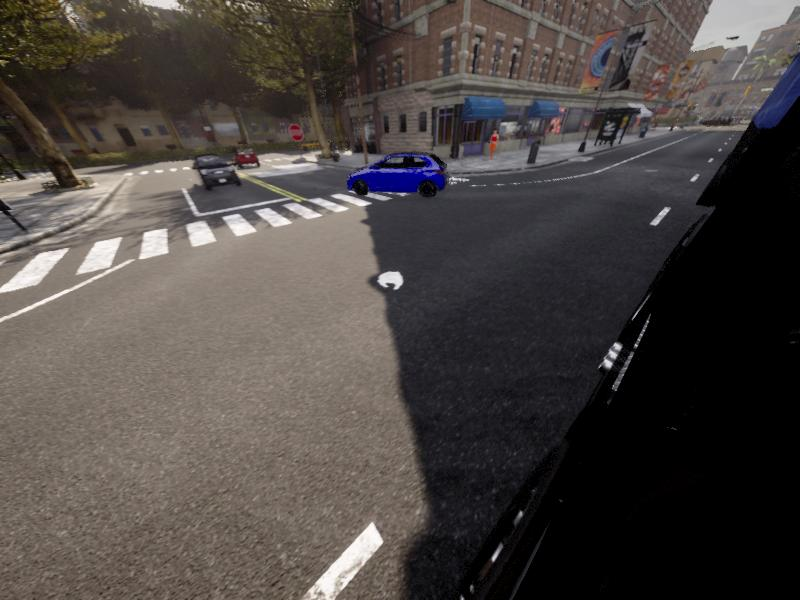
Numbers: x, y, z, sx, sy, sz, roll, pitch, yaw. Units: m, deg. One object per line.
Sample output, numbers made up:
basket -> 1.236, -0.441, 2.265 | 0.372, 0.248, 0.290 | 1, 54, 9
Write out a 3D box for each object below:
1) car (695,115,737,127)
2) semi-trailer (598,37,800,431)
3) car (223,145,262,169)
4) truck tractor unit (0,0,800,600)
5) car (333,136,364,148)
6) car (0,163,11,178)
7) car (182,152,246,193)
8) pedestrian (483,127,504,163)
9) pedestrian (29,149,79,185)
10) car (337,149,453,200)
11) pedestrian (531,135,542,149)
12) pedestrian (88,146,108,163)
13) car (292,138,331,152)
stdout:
car -> 68.378, -38.743, 50.095 | 1.932, 1.855, 4.605 | -16, 39, -18
semi-trailer -> 8.698, -3.591, 4.250 | 14.254, 4.402, 2.717 | -28, 43, -30
car -> -14.183, -12.910, 20.804 | 1.789, 1.549, 3.705 | -29, 44, -31
truck tractor unit -> 2.645, -0.295, 0.351 | 6.516, 4.208, 3.053 | -28, 44, -30
car -> -8.977, -27.924, 40.856 | 4.892, 1.490, 1.837 | -28, 43, -30
car -> -39.856, -11.494, 20.592 | 5.008, 1.535, 1.882 | -28, 43, -30
car -> -10.336, -7.167, 12.788 | 1.845, 1.501, 3.633 | -29, 44, -31
pedestrian -> 6.130, -10.170, 15.196 | 0.751, 1.860, 0.751 | 28, 46, 35
pedestrian -> -22.304, -8.602, 14.947 | 0.751, 1.860, 0.751 | -18, 39, -19
car -> -0.132, -5.173, 9.460 | 4.193, 1.474, 1.816 | 7, 38, 14
pedestrian -> 13.165, -15.293, 22.314 | 0.500, 1.100, 0.500 | -26, 42, -28
pedestrian -> -39.957, -19.305, 30.614 | 0.751, 1.860, 0.751 | -28, 43, -30
car -> -14.266, -25.140, 37.359 | 5.366, 1.575, 1.801 | -28, 43, -30
